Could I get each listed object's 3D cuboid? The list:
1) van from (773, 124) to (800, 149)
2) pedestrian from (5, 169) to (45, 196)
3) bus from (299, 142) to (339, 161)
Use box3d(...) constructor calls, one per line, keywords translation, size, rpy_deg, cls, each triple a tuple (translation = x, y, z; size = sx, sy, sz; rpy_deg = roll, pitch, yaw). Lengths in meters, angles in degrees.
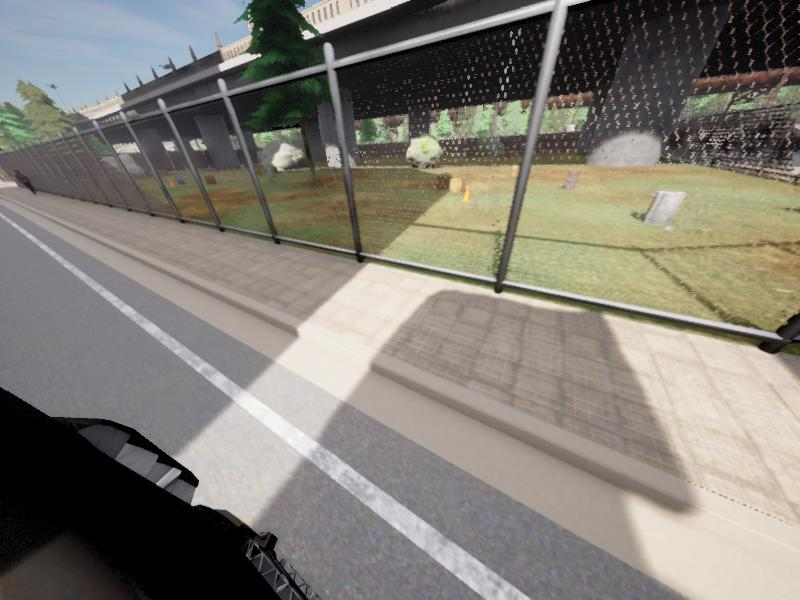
box3d(translation=(47.289, -18.619, 26.192), size=(2.351, 2.431, 6.366), rpy_deg=(16, 38, 26), cls="van")
box3d(translation=(-29.471, -9.245, 18.198), size=(0.751, 1.860, 0.751), rpy_deg=(14, 37, 24), cls="pedestrian")
box3d(translation=(-24.717, -45.658, 70.919), size=(10.273, 4.253, 3.944), rpy_deg=(-25, 39, -29), cls="bus")
